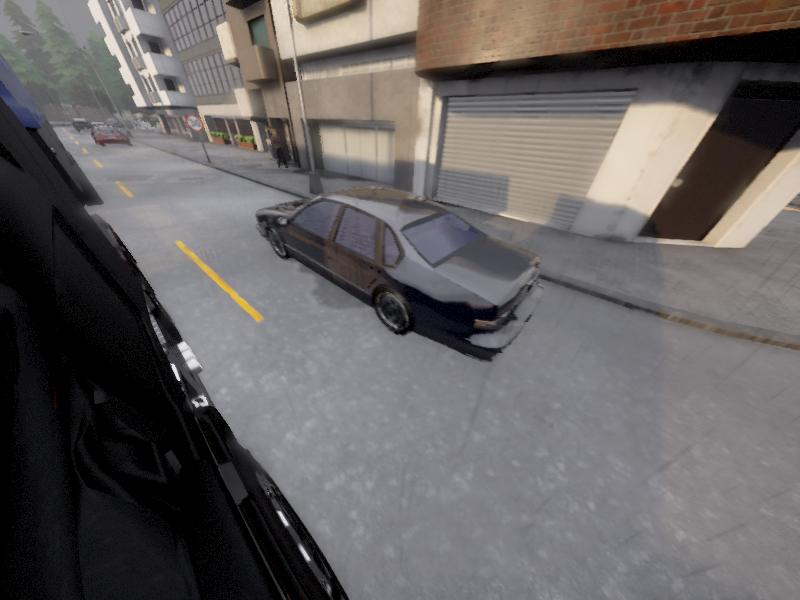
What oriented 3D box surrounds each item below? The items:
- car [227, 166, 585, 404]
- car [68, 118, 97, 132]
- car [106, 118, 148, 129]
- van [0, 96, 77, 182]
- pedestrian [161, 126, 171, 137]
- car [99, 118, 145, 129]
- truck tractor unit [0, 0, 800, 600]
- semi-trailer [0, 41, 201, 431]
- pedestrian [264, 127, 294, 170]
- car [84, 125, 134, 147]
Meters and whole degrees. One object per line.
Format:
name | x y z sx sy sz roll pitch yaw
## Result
car | -0.513 -1.066 3.906 5.357 1.411 2.033 29 44 31
car | -47.203 -25.999 34.308 4.892 1.490 1.837 28 43 30
car | -55.826 -36.228 47.396 2.152 1.651 5.027 23 41 25
van | -16.637 -7.045 9.935 5.915 2.561 1.988 28 43 30
pedestrian | -29.871 -21.442 29.454 0.500 1.100 0.500 -21 43 -29
car | -53.463 -34.025 44.588 2.152 1.651 5.027 12 38 13
truck tractor unit | -2.645 -0.295 0.351 6.516 4.208 3.053 28 44 30
semi-trailer | -8.700 -3.596 4.237 14.254 4.402 2.717 28 43 30
pedestrian | -6.384 -8.004 12.247 0.751 1.860 0.751 29 44 31
car | -25.477 -14.385 20.211 4.181 1.385 1.994 28 43 30
